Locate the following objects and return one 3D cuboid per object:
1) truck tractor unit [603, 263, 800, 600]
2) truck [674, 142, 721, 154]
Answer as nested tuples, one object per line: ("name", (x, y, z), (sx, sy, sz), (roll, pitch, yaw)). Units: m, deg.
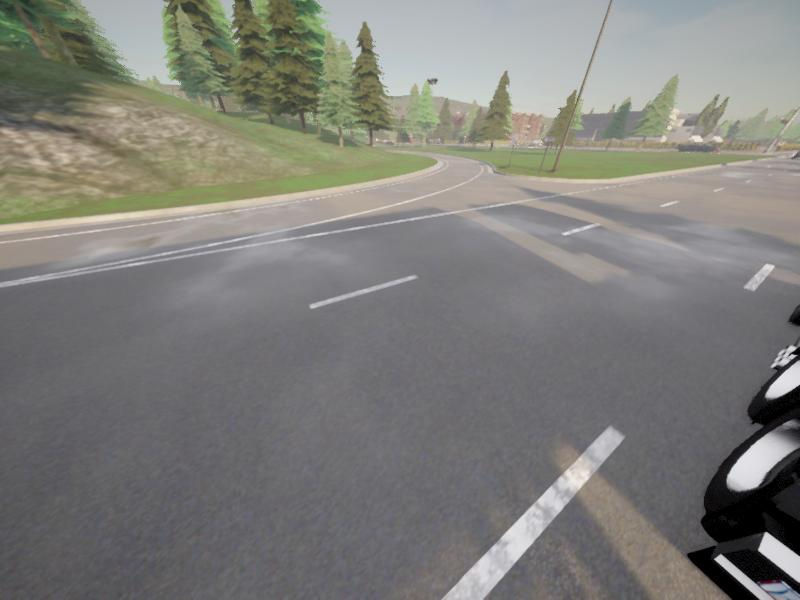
("truck tractor unit", (5.106, -0.304, 0.793), (6.516, 4.208, 3.053), (-18, 39, -24))
("truck", (70.066, -36.044, 54.601), (2.390, 2.098, 6.274), (-19, 39, -25))
